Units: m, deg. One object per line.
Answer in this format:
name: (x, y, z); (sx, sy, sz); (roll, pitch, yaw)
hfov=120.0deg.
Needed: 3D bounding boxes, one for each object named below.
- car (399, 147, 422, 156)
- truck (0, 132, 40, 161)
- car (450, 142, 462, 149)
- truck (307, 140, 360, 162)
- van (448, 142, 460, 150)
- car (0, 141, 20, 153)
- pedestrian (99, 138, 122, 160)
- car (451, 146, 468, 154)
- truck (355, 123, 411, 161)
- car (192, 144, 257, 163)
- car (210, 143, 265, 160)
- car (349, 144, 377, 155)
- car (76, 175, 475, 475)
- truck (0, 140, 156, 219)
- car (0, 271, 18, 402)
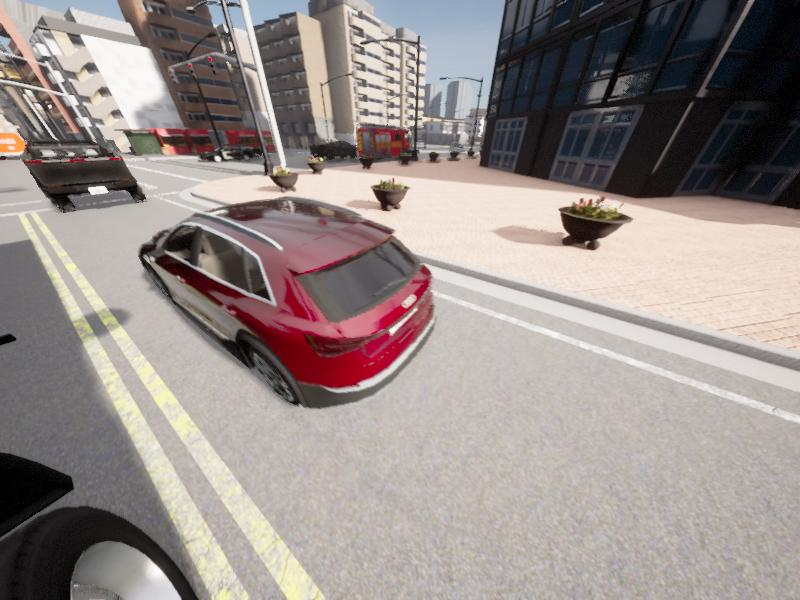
car: (1.932, -27.360, 42.467); (1.895, 1.301, 4.718); (21, 39, 27)
truck: (-44.795, -17.656, 26.461); (5.204, 2.467, 2.627); (22, 40, 27)
car: (19.297, -53.343, 79.596); (2.242, 1.667, 4.611); (21, 41, 27)
truck: (-8.258, -19.056, 29.441); (2.390, 2.098, 6.274); (21, 39, 27)
van: (16.494, -47.319, 70.887); (1.775, 1.987, 4.442); (21, 40, 27)
car: (-62.382, -24.098, 36.381); (4.181, 1.385, 1.994); (21, 40, 27)
pedestrian: (-30.838, -16.081, 24.620); (0.751, 1.860, 0.751); (24, 42, 30)
car: (13.287, -33.442, 51.445); (1.812, 1.442, 4.674); (21, 39, 27)
truck: (-1.968, -21.481, 31.588); (2.891, 3.827, 8.468); (21, 39, 27)
car: (-19.486, -16.542, 25.984); (1.930, 1.638, 5.238); (21, 40, 27)
car: (-20.688, -19.118, 29.680); (1.930, 1.638, 5.238); (21, 40, 27)
car: (-6.604, -27.438, 42.137); (1.801, 1.575, 5.366); (21, 39, 27)
car: (-1.834, -0.514, 3.210); (4.856, 1.649, 2.033); (21, 40, 27)
truck: (-12.848, -5.198, 9.379); (6.274, 2.098, 2.390); (25, 42, 31)
car: (-6.721, 0.034, 2.470); (4.974, 1.542, 2.038); (22, 41, 27)
